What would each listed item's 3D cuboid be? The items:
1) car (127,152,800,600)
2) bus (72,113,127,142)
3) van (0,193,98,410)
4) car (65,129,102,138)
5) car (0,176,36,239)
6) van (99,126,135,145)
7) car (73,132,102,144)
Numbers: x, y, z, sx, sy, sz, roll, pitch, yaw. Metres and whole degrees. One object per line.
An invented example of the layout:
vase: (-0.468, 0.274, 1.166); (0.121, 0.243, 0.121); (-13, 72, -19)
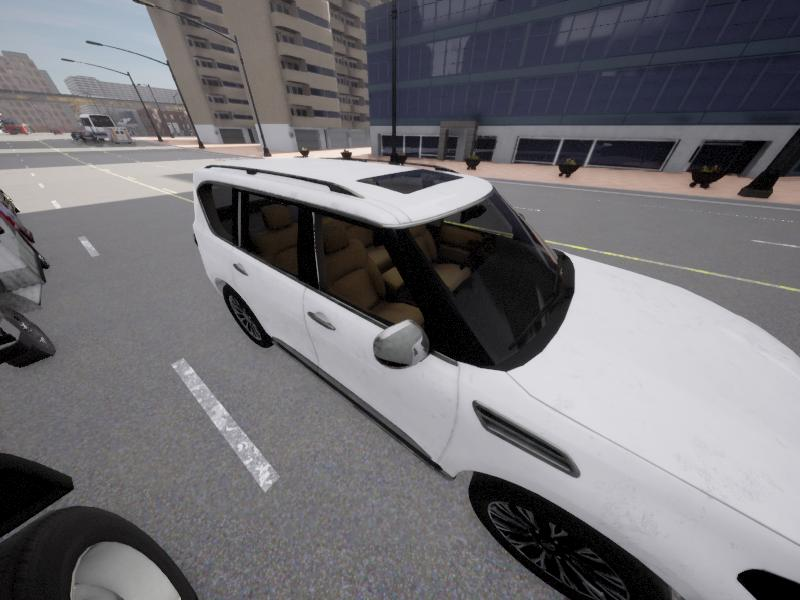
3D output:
car: (-0.020, -0.211, 2.438); (5.566, 2.045, 2.150); (23, 41, 28)
bus: (-60.724, -34.804, 46.658); (10.273, 4.253, 3.944); (24, 41, 27)
van: (-6.910, -0.726, 2.803); (6.366, 2.431, 2.351); (22, 41, 28)
car: (-76.610, -40.258, 55.947); (2.242, 1.667, 4.611); (13, 37, 16)
car: (-12.932, -2.857, 6.571); (4.902, 1.511, 2.128); (23, 41, 28)
van: (-51.768, -30.141, 42.304); (6.366, 2.431, 2.351); (24, 42, 27)
car: (-56.379, -29.258, 41.688); (4.902, 1.511, 2.128); (24, 42, 27)
